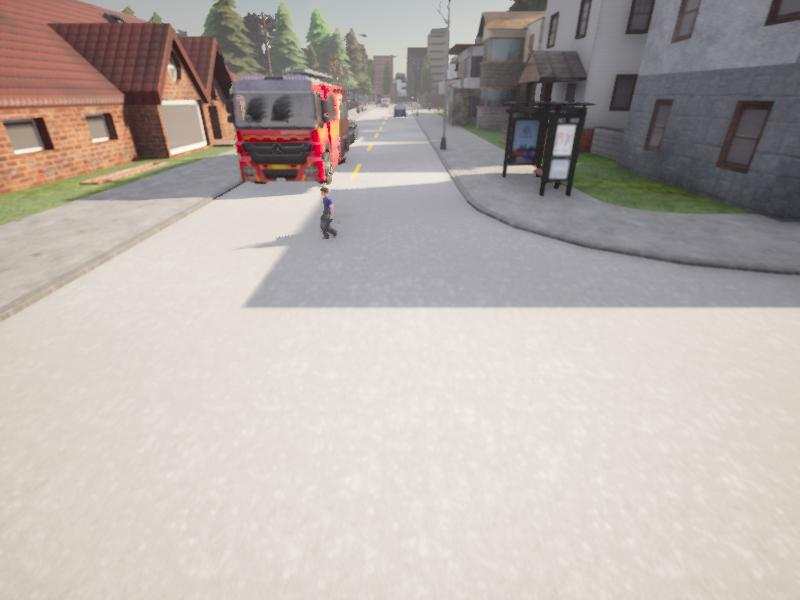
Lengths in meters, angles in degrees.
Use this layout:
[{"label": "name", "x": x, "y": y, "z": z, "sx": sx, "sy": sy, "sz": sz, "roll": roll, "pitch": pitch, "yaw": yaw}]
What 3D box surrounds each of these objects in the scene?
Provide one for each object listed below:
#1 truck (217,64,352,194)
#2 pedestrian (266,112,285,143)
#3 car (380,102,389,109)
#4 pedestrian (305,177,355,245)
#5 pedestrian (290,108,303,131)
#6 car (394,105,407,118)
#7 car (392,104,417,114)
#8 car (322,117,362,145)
[{"label": "truck", "x": -3.999, "y": -7.257, "z": 16.549, "sx": 2.891, "sy": 3.827, "sz": 8.468, "roll": 0, "pitch": 27, "yaw": 0}, {"label": "pedestrian", "x": -8.371, "y": -11.657, "z": 26.976, "sx": 0.751, "sy": 1.860, "sz": 0.751, "roll": 6, "pitch": 28, "yaw": 12}, {"label": "car", "x": -3.960, "y": -50.174, "z": 103.152, "sx": 1.970, "sy": 1.475, "sz": 3.806, "roll": 0, "pitch": 27, "yaw": 0}, {"label": "pedestrian", "x": -1.588, "y": -2.046, "z": 9.120, "sx": 0.751, "sy": 1.300, "sz": 0.751, "roll": -19, "pitch": 33, "yaw": -33}, {"label": "pedestrian", "x": -9.097, "y": -15.831, "z": 35.094, "sx": 0.751, "sy": 1.860, "sz": 0.751, "roll": 0, "pitch": 27, "yaw": 0}, {"label": "car", "x": 0.022, "y": -28.684, "z": 60.779, "sx": 1.882, "sy": 1.535, "sz": 5.008, "roll": 0, "pitch": 28, "yaw": 0}, {"label": "car", "x": 1.004, "y": -38.540, "z": 80.581, "sx": 2.152, "sy": 1.651, "sz": 5.027, "roll": 23, "pitch": 35, "yaw": 37}, {"label": "car", "x": -3.989, "y": -12.079, "z": 28.455, "sx": 2.128, "sy": 1.511, "sz": 4.902, "roll": 0, "pitch": 27, "yaw": 0}]
